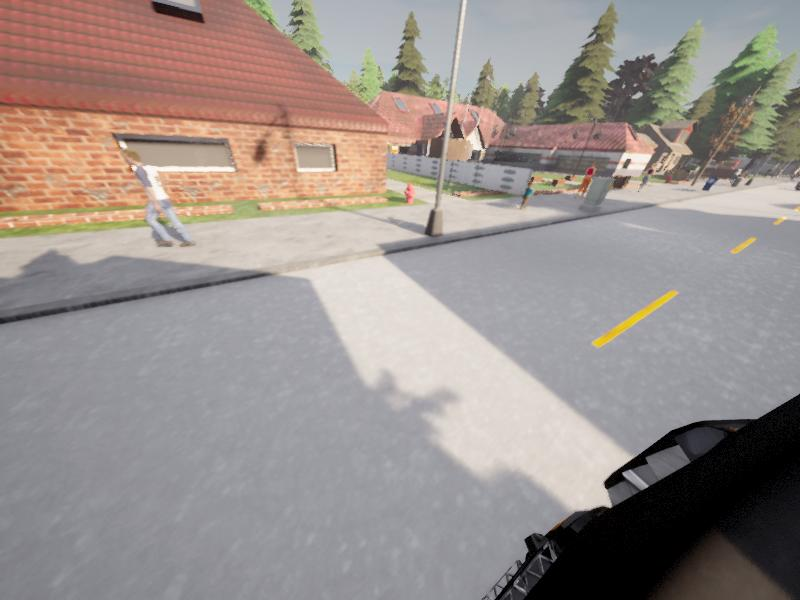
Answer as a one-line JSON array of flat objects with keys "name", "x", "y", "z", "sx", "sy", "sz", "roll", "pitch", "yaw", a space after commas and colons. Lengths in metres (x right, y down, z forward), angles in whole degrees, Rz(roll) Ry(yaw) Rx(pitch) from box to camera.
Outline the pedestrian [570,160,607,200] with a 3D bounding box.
[{"name": "pedestrian", "x": 10.451, "y": -6.675, "z": 12.861, "sx": 0.751, "sy": 1.860, "sz": 0.751, "roll": -17, "pitch": 39, "yaw": -27}]

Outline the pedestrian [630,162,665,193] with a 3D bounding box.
[{"name": "pedestrian", "x": 17.480, "y": -8.631, "z": 16.348, "sx": 0.751, "sy": 1.860, "sz": 0.751, "roll": -15, "pitch": 38, "yaw": -24}]

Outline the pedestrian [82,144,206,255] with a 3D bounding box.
[{"name": "pedestrian", "x": -4.800, "y": -1.939, "z": 4.555, "sx": 0.751, "sy": 1.860, "sz": 0.751, "roll": -7, "pitch": 35, "yaw": -15}]

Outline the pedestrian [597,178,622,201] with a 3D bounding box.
[{"name": "pedestrian", "x": 11.567, "y": -6.107, "z": 12.782, "sx": 0.500, "sy": 1.100, "sz": 0.500, "roll": -20, "pitch": 40, "yaw": -30}]

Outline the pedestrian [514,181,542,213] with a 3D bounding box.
[{"name": "pedestrian", "x": 5.213, "y": -4.220, "z": 9.452, "sx": 0.500, "sy": 1.100, "sz": 0.500, "roll": -16, "pitch": 38, "yaw": -26}]

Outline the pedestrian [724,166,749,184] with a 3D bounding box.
[{"name": "pedestrian", "x": 40.092, "y": -14.910, "z": 27.547, "sx": 0.751, "sy": 1.860, "sz": 0.751, "roll": 27, "pitch": 41, "yaw": 32}]

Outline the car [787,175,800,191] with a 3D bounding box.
[{"name": "car", "x": 45.991, "y": -12.286, "z": 24.486, "sx": 4.611, "sy": 1.667, "sz": 2.242, "roll": 9, "pitch": 34, "yaw": 9}]
